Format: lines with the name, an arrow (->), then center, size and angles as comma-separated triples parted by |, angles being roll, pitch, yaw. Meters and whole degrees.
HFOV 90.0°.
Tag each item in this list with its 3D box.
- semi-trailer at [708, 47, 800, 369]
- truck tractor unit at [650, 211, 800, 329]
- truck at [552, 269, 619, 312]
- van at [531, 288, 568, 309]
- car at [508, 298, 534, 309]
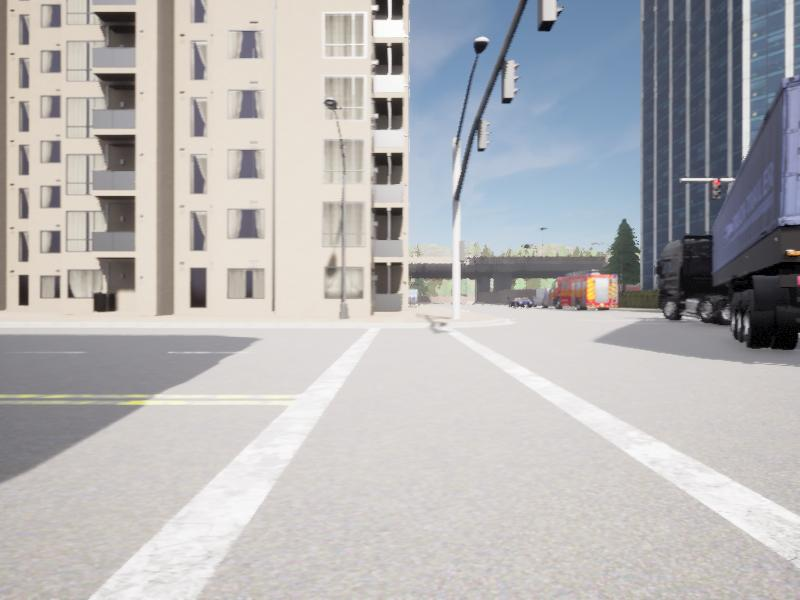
semi-trailer -> 10.433, -1.207, 10.696 | 2.717, 4.402, 14.254 | 1, 0, 35
truck tractor unit -> 14.142, -1.092, 17.514 | 3.053, 4.208, 6.516 | 0, 0, 9
truck -> 18.286, -0.882, 40.198 | 2.891, 3.827, 8.468 | 0, 0, 1
van -> 18.369, -0.184, 49.556 | 2.351, 2.431, 6.366 | 0, 0, 1
car -> 14.865, 0.374, 49.416 | 1.895, 1.301, 4.718 | 0, 0, 1
